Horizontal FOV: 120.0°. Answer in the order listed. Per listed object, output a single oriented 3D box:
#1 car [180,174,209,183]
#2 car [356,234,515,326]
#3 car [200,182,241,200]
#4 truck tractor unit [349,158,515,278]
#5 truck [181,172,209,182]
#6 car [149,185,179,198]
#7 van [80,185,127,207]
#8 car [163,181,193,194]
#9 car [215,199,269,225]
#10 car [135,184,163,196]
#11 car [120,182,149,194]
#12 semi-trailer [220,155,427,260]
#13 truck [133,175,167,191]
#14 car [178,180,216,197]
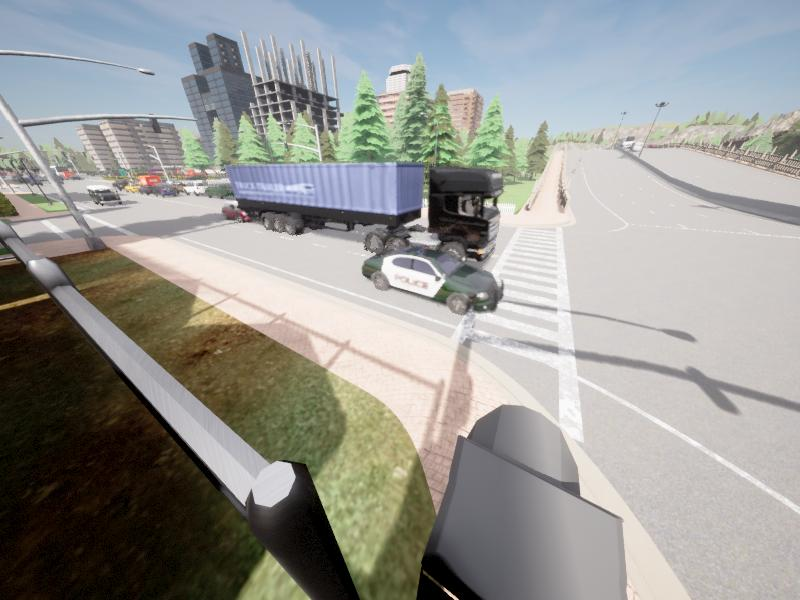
[{"bbox_3d":[-60.315,-35.807,67.978,2.150,2.045,5.566,16,34,26],"label":"car"},{"bbox_3d":[1.060,-1.014,8.233,4.974,1.542,2.038,18,34,28],"label":"car"},{"bbox_3d":[-25.721,-15.660,33.083,5.566,2.045,2.150,17,34,27],"label":"car"},{"bbox_3d":[1.275,-4.217,11.090,6.516,4.208,3.053,17,34,27],"label":"truck tractor unit"},{"bbox_3d":[-62.560,-37.542,70.571,2.627,2.467,5.204,16,33,26],"label":"truck"},{"bbox_3d":[-35.779,-16.477,34.990,3.705,1.549,1.789,17,34,27],"label":"car"},{"bbox_3d":[-35.134,-12.382,27.412,4.480,2.038,2.069,17,34,27],"label":"van"},{"bbox_3d":[-38.129,-19.391,39.713,4.605,1.855,1.932,17,34,27],"label":"car"},{"bbox_3d":[-13.280,-7.470,19.467,3.806,1.475,1.970,17,34,27],"label":"car"},{"bbox_3d":[-41.167,-18.094,37.870,4.193,1.474,1.816,17,34,27],"label":"car"},{"bbox_3d":[-47.118,-19.966,41.007,5.366,1.575,1.801,17,34,27],"label":"car"},{"bbox_3d":[-5.466,-6.370,14.626,14.254,4.402,2.717,17,34,27],"label":"semi-trailer"},{"bbox_3d":[-49.132,-23.022,45.411,5.204,2.467,2.627,17,34,27],"label":"truck"},{"bbox_3d":[-31.949,-17.567,36.387,5.566,2.045,2.150,17,34,27],"label":"car"}]
